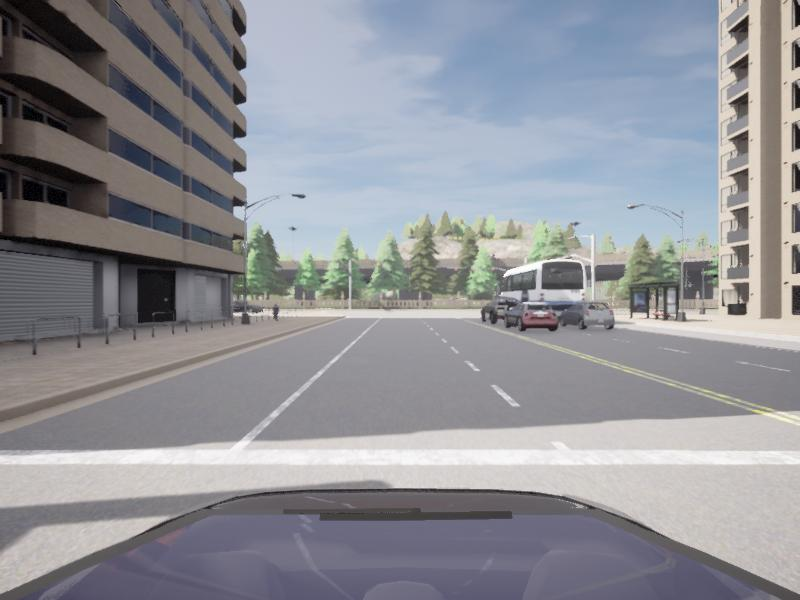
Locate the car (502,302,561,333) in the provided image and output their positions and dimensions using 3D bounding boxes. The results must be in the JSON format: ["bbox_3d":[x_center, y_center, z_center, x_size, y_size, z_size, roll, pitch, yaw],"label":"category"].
[{"bbox_3d":[6.996,0.880,21.714,1.970,1.475,3.806,0,0,0],"label":"car"}]

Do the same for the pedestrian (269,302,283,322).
[{"bbox_3d":[-8.352,0.800,26.951,0.751,1.300,0.751,0,0,1],"label":"pedestrian"}]

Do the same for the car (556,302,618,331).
[{"bbox_3d":[10.506,0.854,22.745,1.845,1.501,3.633,0,0,0],"label":"car"}]

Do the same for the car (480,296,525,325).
[{"bbox_3d":[6.999,0.686,27.733,1.932,1.855,4.605,0,0,0],"label":"car"}]

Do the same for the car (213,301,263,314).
[{"bbox_3d":[-18.232,0.842,45.267,4.892,1.490,1.837,0,0,0],"label":"car"}]

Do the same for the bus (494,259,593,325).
[{"bbox_3d":[10.378,-0.497,30.776,3.944,4.253,10.273,0,0,0],"label":"bus"}]
